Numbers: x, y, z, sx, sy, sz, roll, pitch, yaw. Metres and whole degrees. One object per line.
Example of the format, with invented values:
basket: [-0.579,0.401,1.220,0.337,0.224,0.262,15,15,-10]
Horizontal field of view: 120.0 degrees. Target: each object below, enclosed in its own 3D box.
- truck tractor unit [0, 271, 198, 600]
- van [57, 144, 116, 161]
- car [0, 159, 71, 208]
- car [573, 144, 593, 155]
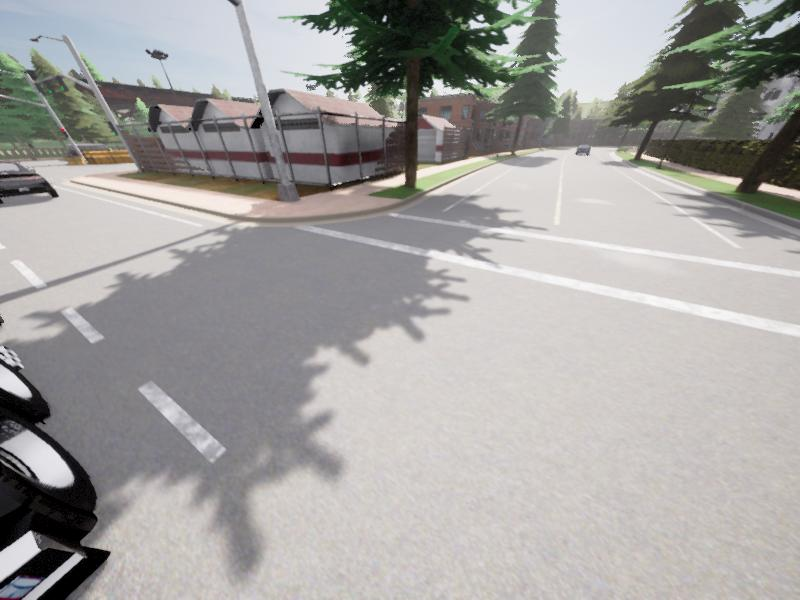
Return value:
truck tractor unit: [-5.125,-0.286,0.762,6.516,4.208,3.053,18,39,24]
van: [-45.292,-21.500,33.568,1.775,1.987,4.442,16,38,22]
car: [-18.621,-5.656,10.980,4.902,1.511,2.128,17,39,23]
car: [30.317,-24.903,38.174,2.033,1.411,5.357,22,41,29]
